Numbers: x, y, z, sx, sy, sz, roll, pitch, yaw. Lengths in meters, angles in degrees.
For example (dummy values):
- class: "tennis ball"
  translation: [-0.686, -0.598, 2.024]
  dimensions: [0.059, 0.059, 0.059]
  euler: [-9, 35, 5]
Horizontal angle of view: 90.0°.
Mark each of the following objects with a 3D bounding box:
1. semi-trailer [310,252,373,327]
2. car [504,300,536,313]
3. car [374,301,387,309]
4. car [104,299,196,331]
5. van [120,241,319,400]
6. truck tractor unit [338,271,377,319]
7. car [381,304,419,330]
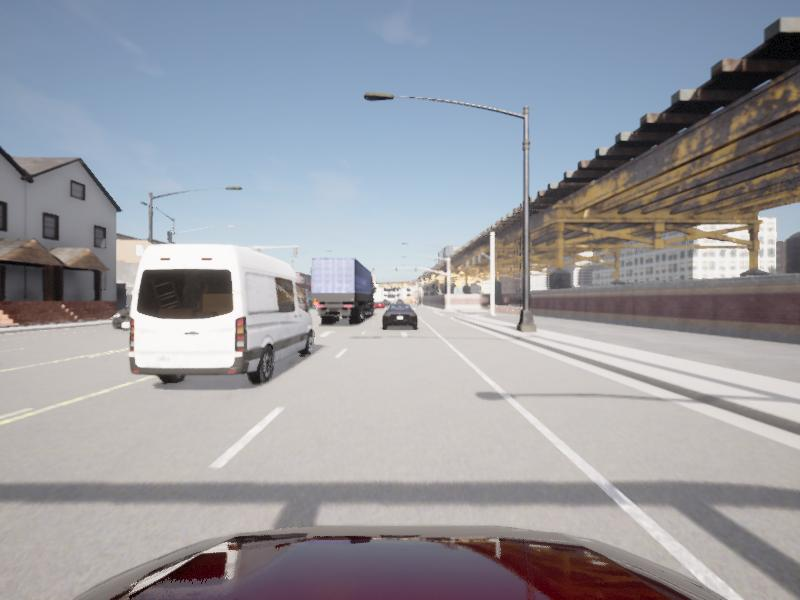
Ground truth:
- class: "semi-trailer"
  translation: [-3.895, -0.601, 30.409]
  dimensions: [2.717, 4.402, 14.254]
  euler: [0, 0, 0]
- class: "car"
  translation: [15.931, 0.824, 52.975]
  dimensions: [2.038, 1.542, 4.974]
  euler: [0, 0, 44]
- class: "car"
  translation: [-3.514, 0.888, 72.231]
  dimensions: [2.163, 1.488, 4.792]
  euler: [0, 0, 0]
- class: "car"
  translation: [-13.890, 0.769, 22.649]
  dimensions: [2.242, 1.667, 4.611]
  euler: [0, 0, 1]
- class: "van"
  translation: [-3.508, 0.328, 9.401]
  dimensions: [1.988, 2.561, 5.915]
  euler: [0, 0, 0]
- class: "truck tractor unit"
  translation: [-3.903, -0.503, 38.319]
  dimensions: [3.053, 4.208, 6.516]
  euler: [0, 0, 0]
- class: "car"
  translation: [-0.001, 0.919, 23.229]
  dimensions: [1.994, 1.385, 4.181]
  euler: [0, 0, 0]
